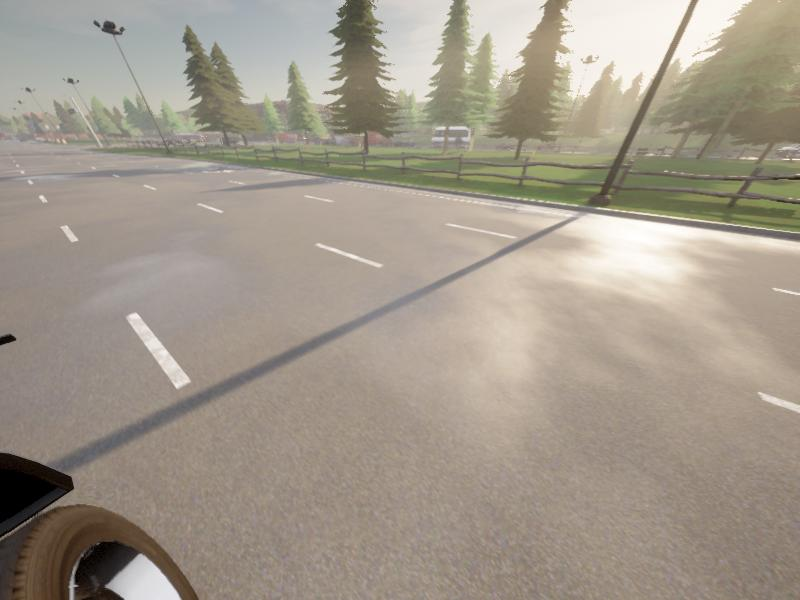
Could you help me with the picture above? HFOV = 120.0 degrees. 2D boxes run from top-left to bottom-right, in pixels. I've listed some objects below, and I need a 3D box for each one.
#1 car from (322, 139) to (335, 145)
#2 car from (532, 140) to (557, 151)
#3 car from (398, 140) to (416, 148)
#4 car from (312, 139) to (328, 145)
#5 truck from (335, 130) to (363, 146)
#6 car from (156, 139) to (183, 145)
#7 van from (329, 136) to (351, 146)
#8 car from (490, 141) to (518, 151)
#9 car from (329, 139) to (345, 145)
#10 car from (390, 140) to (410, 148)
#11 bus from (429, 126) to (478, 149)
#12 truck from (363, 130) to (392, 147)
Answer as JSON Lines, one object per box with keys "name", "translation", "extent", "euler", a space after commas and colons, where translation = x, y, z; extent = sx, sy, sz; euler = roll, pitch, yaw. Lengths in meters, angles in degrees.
{"name": "car", "translation": [-24.035, -52.879, 77.255], "extent": [3.988, 1.617, 1.851], "euler": [22, 41, 28]}
{"name": "car", "translation": [30.791, -32.948, 49.268], "extent": [3.866, 1.878, 1.905], "euler": [22, 41, 28]}
{"name": "car", "translation": [1.747, -42.273, 62.551], "extent": [4.514, 1.525, 2.007], "euler": [22, 41, 28]}
{"name": "car", "translation": [-25.802, -51.182, 74.733], "extent": [4.856, 1.649, 2.033], "euler": [22, 41, 28]}
{"name": "truck", "translation": [-15.939, -50.496, 71.963], "extent": [8.468, 3.827, 2.891], "euler": [22, 41, 28]}
{"name": "car", "translation": [-66.350, -45.599, 66.542], "extent": [1.837, 1.490, 4.892], "euler": [23, 41, 28]}
{"name": "van", "translation": [-18.188, -48.377, 70.149], "extent": [6.366, 2.431, 2.351], "euler": [22, 41, 28]}
{"name": "car", "translation": [22.602, -33.684, 50.446], "extent": [5.027, 1.651, 2.152], "euler": [23, 41, 29]}
{"name": "car", "translation": [-21.734, -54.322, 79.488], "extent": [5.027, 1.651, 2.152], "euler": [22, 41, 28]}
{"name": "car", "translation": [-0.069, -40.545, 60.043], "extent": [4.892, 1.490, 1.837], "euler": [22, 41, 28]}
{"name": "bus", "translation": [12.543, -38.873, 55.410], "extent": [10.273, 4.253, 3.944], "euler": [22, 41, 28]}
{"name": "truck", "translation": [-6.499, -46.615, 66.559], "extent": [8.468, 3.827, 2.891], "euler": [22, 41, 28]}
